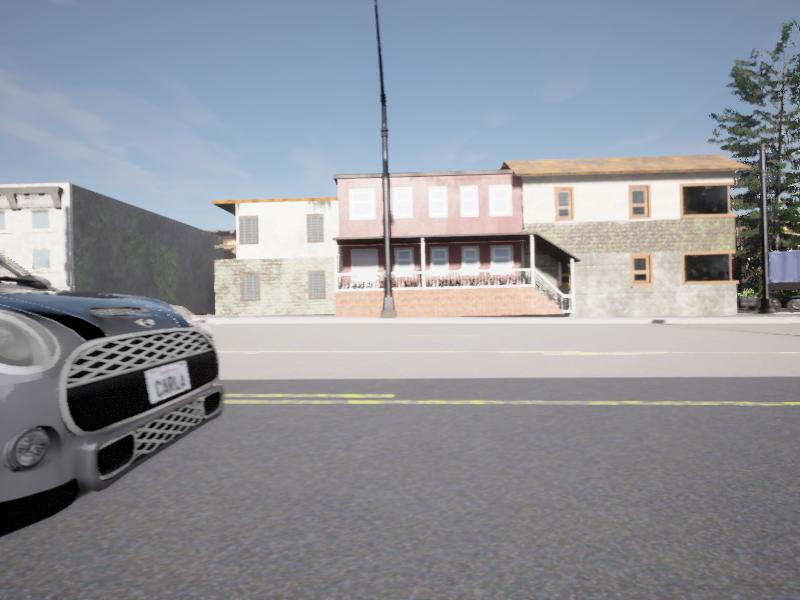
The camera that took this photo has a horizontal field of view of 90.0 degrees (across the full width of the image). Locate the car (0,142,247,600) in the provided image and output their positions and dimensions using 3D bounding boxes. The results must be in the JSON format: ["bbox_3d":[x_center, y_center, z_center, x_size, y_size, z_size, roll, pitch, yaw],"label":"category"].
[{"bbox_3d":[-3.135,0.254,2.222,3.806,1.475,1.970,0,0,0],"label":"car"}]

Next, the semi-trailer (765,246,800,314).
[{"bbox_3d":[30.824,-1.424,23.098,2.717,4.402,14.254,-1,0,-45],"label":"semi-trailer"}]

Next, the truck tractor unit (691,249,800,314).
[{"bbox_3d":[25.227,-1.178,28.695,6.516,4.208,3.053,-1,0,45],"label":"truck tractor unit"}]
